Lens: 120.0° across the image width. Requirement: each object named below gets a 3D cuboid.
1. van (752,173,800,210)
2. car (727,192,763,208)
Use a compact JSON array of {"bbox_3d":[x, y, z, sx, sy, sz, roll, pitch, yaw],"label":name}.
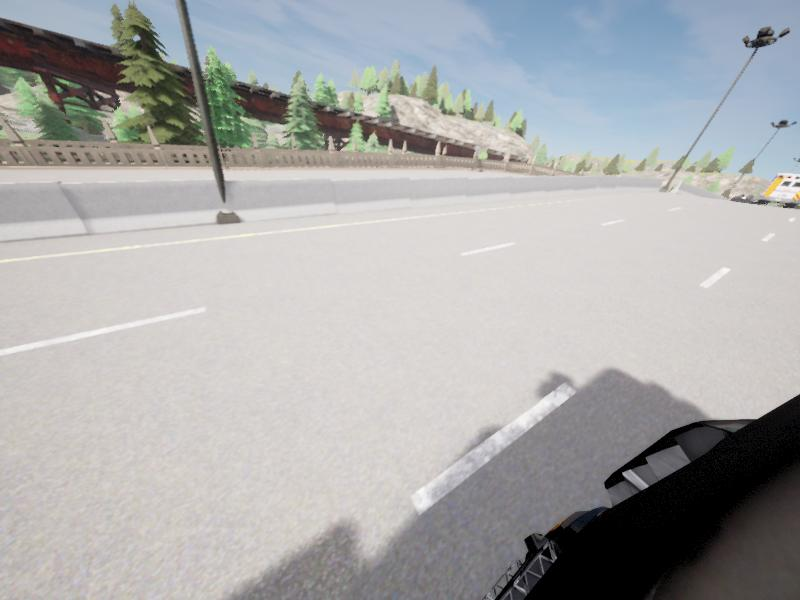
[{"bbox_3d":[35.628,-9.878,21.213,6.366,2.431,2.351,-11,36,-29],"label":"van"},{"bbox_3d":[47.457,-13.737,31.779,3.806,1.475,1.970,-10,35,-30],"label":"car"}]
